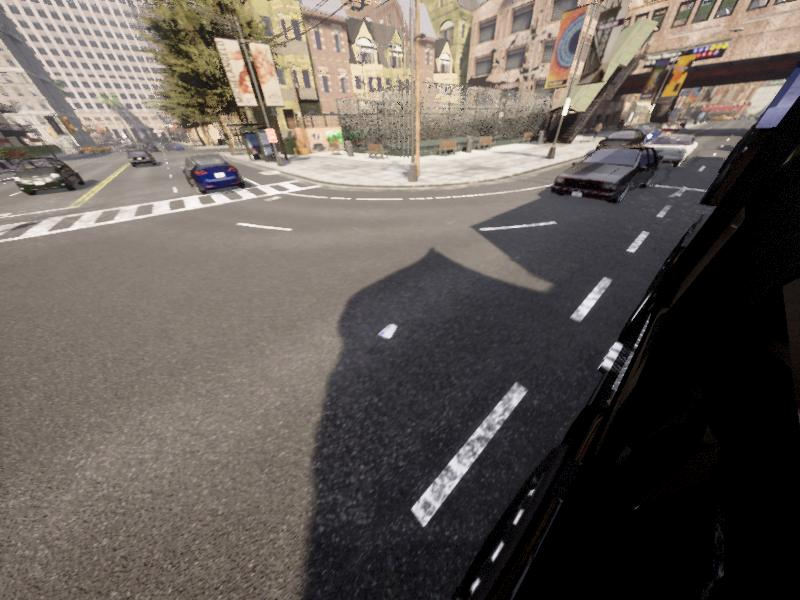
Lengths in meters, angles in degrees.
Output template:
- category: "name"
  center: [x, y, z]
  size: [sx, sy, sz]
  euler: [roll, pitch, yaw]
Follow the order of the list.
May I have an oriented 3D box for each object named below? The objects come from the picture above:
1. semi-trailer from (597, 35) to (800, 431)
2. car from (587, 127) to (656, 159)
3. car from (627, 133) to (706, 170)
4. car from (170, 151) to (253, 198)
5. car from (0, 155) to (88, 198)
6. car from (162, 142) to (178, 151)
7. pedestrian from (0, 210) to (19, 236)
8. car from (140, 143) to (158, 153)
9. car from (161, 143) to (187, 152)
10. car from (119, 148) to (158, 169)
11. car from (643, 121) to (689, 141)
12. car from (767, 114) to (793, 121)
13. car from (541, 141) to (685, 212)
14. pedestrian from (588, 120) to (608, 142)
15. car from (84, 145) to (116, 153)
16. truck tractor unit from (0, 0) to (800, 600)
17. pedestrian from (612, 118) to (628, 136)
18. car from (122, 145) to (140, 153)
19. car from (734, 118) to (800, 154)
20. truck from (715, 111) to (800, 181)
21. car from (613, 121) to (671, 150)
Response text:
- category: "semi-trailer"
  center: [8.735, -3.577, 4.196]
  size: [14.254, 4.402, 2.717]
  euler: [-28, 43, -29]
- category: "car"
  center: [15.662, -11.161, 16.319]
  size: [5.008, 1.535, 2.097]
  euler: [-28, 44, -30]
- category: "car"
  center: [14.752, -8.307, 12.757]
  size: [4.718, 1.301, 1.895]
  euler: [-28, 44, -30]
- category: "car"
  center: [-9.770, -6.594, 11.880]
  size: [2.163, 1.488, 4.792]
  euler: [-31, 45, -32]
- category: "car"
  center: [-20.328, -7.221, 13.292]
  size: [1.851, 1.617, 3.988]
  euler: [-29, 44, -30]
- category: "car"
  center: [-53.695, -35.883, 53.924]
  size: [2.163, 1.488, 4.792]
  euler: [-29, 44, -30]
- category: "pedestrian"
  center: [-12.666, -2.780, 6.600]
  size: [0.751, 1.860, 0.751]
  euler: [-17, 39, -18]
- category: "car"
  center: [-52.016, -31.597, 47.955]
  size: [2.033, 1.649, 4.856]
  euler: [-29, 44, -30]
- category: "car"
  center: [-47.122, -31.833, 48.141]
  size: [5.357, 1.411, 2.033]
  euler: [20, 42, 27]
- category: "car"
  center: [-26.857, -14.718, 23.930]
  size: [2.033, 1.411, 5.357]
  euler: [-29, 44, -30]
- category: "car"
  center: [28.743, -18.238, 24.961]
  size: [4.892, 1.521, 2.231]
  euler: [-28, 44, -30]
- category: "car"
  center: [89.352, -42.998, 54.425]
  size: [1.895, 1.301, 4.718]
  euler: [24, 44, 31]
- category: "car"
  center: [7.623, -4.638, 8.219]
  size: [5.357, 1.411, 2.033]
  euler: [-26, 43, -28]
- category: "pedestrian"
  center: [20.291, -17.333, 23.723]
  size: [0.751, 1.860, 0.751]
  euler: [-28, 43, -29]
- category: "car"
  center: [-75.035, -37.829, 57.848]
  size: [5.366, 1.575, 1.801]
  euler: [0, 37, 4]
- category: "truck tractor unit"
  center: [2.645, -0.295, 0.351]
  size: [6.516, 4.208, 3.053]
  euler: [-28, 44, -30]
- category: "pedestrian"
  center: [28.778, -22.621, 30.261]
  size: [0.751, 1.860, 0.751]
  euler: [-26, 42, -28]
- category: "car"
  center: [-61.540, -34.654, 52.858]
  size: [1.994, 1.385, 4.181]
  euler: [-29, 44, -30]
- category: "car"
  center: [24.554, -10.953, 15.383]
  size: [5.238, 1.638, 1.930]
  euler: [-28, 44, -30]
- category: "truck"
  center: [16.720, -6.950, 10.142]
  size: [6.274, 2.098, 2.390]
  euler: [-28, 44, -30]
- category: "car"
  center: [20.479, -13.949, 19.535]
  size: [4.553, 1.767, 2.185]
  euler: [-28, 44, -30]
